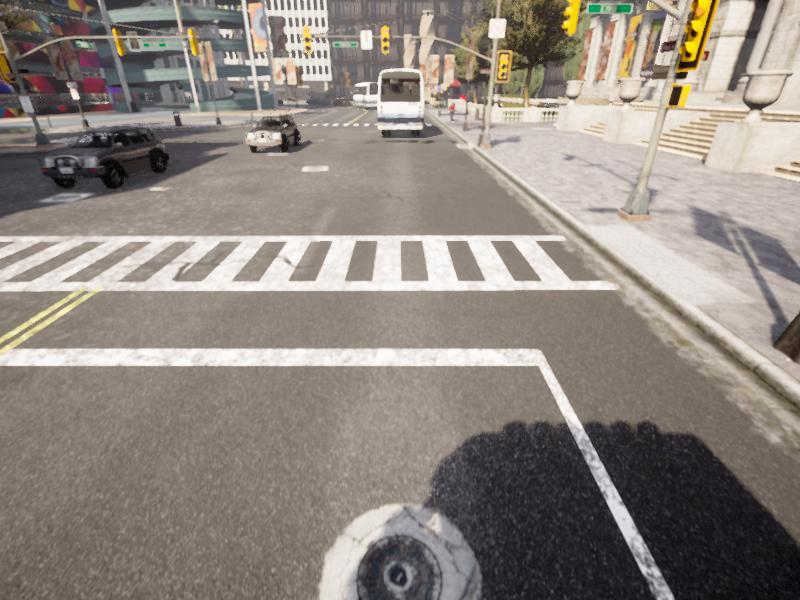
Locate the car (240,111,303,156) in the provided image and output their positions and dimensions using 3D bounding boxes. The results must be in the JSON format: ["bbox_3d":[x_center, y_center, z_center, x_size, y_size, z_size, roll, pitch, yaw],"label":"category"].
[{"bbox_3d":[-6.956,-9.334,22.221,1.932,1.855,4.605,0,28,0],"label":"car"}]

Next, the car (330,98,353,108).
[{"bbox_3d":[-12.286,-41.287,83.828,2.152,1.651,5.027,-21,34,-34],"label":"car"}]

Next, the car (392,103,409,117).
[{"bbox_3d":[0.081,-24.976,52.464,2.038,1.542,4.974,0,27,0],"label":"car"}]

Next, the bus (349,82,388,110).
[{"bbox_3d":[-5.874,-36.890,72.289,3.944,4.253,10.273,-10,29,-19],"label":"bus"}]

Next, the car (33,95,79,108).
[{"bbox_3d":[-62.121,-35.851,72.274,5.566,2.045,2.435,0,28,0],"label":"car"}]

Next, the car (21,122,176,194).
[{"bbox_3d":[-10.471,-5.303,14.531,1.932,1.855,4.605,0,27,0],"label":"car"}]

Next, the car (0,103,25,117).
[{"bbox_3d":[-50.029,-23.512,49.451,4.902,1.511,2.128,0,28,0],"label":"car"}]

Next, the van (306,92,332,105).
[{"bbox_3d":[-18.940,-46.963,93.328,5.915,2.561,1.988,16,32,28],"label":"van"}]

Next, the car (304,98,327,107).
[{"bbox_3d":[-18.960,-44.391,89.757,5.027,1.651,2.152,19,33,31],"label":"car"}]

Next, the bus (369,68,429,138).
[{"bbox_3d":[-0.050,-15.715,31.851,3.944,4.253,10.273,0,28,0],"label":"bus"}]

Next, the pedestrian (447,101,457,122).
[{"bbox_3d":[5.243,-18.996,40.313,0.751,1.860,0.751,9,29,17],"label":"pedestrian"}]
